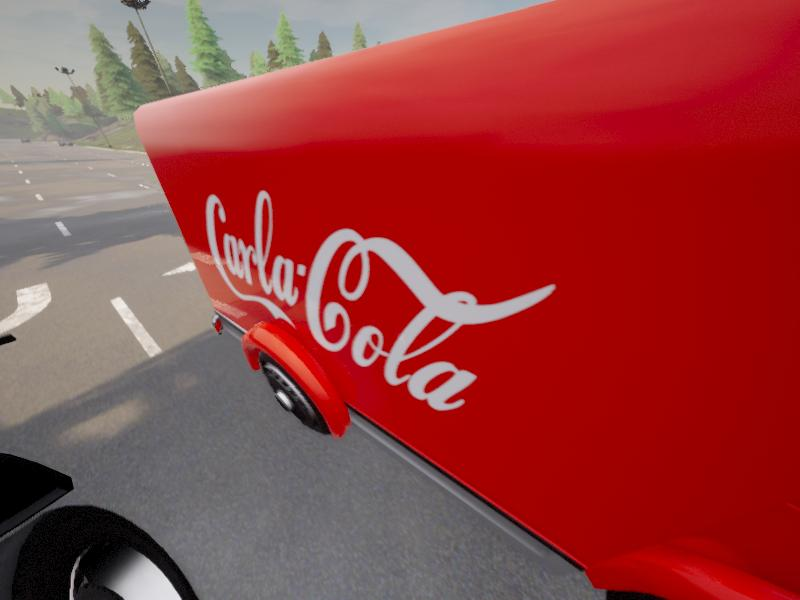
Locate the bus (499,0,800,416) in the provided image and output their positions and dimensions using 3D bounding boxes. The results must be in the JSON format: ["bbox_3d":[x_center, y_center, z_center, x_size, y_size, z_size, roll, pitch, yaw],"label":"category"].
[{"bbox_3d":[6.930,-0.771,1.373,10.273,4.253,3.944,22,41,28],"label":"bus"}]

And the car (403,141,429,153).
[{"bbox_3d":[2.982,-28.903,43.523,2.152,1.651,5.027,27,43,32],"label":"car"}]

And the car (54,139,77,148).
[{"bbox_3d":[-76.950,-36.033,53.101,4.902,1.511,2.128,22,41,28],"label":"car"}]

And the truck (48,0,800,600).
[{"bbox_3d":[0.769,0.003,1.769,5.204,2.467,2.627,22,41,28],"label":"truck"}]
